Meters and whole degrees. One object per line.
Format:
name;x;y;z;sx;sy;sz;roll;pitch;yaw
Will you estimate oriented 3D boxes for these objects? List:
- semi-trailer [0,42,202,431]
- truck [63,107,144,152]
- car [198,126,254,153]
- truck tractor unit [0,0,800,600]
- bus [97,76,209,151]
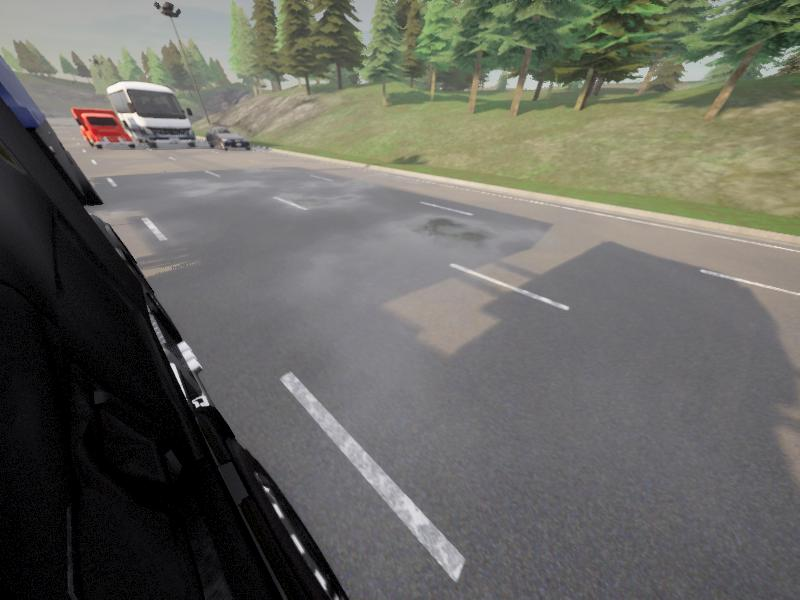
semi-trailer;-8.706;-3.593;4.232;14.254;4.402;2.717;28;44;30
truck;-22.905;-13.214;17.875;5.204;2.467;2.627;28;44;30
car;-15.526;-14.391;20.612;5.027;1.651;2.152;28;44;30
truck tractor unit;-2.645;-0.295;0.352;6.516;4.208;3.053;28;44;30
bus;-22.062;-16.334;20.615;10.273;4.253;3.944;28;44;30
